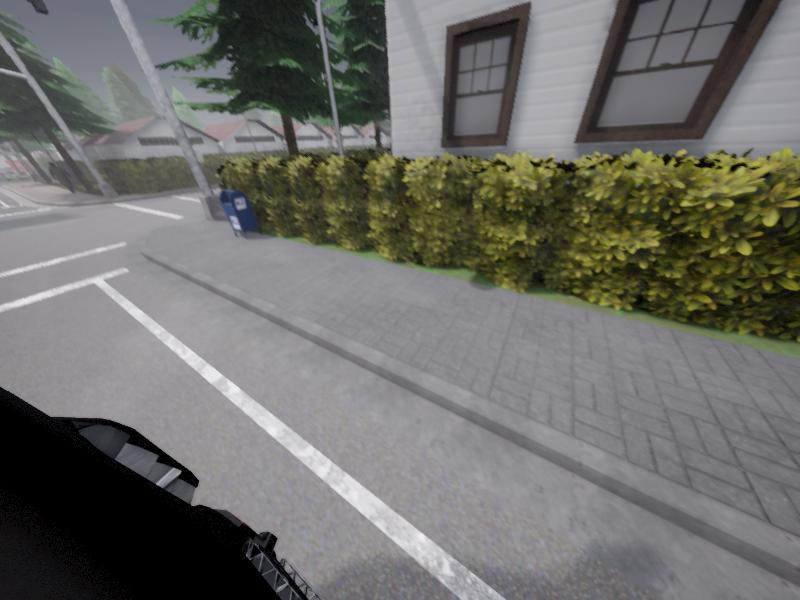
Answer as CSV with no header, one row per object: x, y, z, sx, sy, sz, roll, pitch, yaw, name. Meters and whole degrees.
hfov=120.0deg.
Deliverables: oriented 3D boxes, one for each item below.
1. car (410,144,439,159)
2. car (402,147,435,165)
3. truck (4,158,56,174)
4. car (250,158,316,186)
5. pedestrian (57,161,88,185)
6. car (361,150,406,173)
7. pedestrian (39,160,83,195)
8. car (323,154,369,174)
3.933,-23.132,35.970,2.152,1.651,5.027,21,41,31,car
2.336,-17.669,28.235,1.882,1.535,5.008,17,39,27,car
-78.650,-28.622,49.227,2.627,2.467,5.204,17,39,27,truck
-9.137,-10.329,18.478,1.816,1.474,4.193,17,39,26,car
-30.155,-11.692,21.302,0.751,1.860,0.751,18,40,28,pedestrian
-1.487,-13.955,23.126,1.882,1.535,5.008,17,39,27,car
-21.853,-7.917,14.919,0.751,1.860,0.751,22,42,31,pedestrian
-5.366,-13.940,23.537,1.994,1.385,4.181,18,40,27,car
